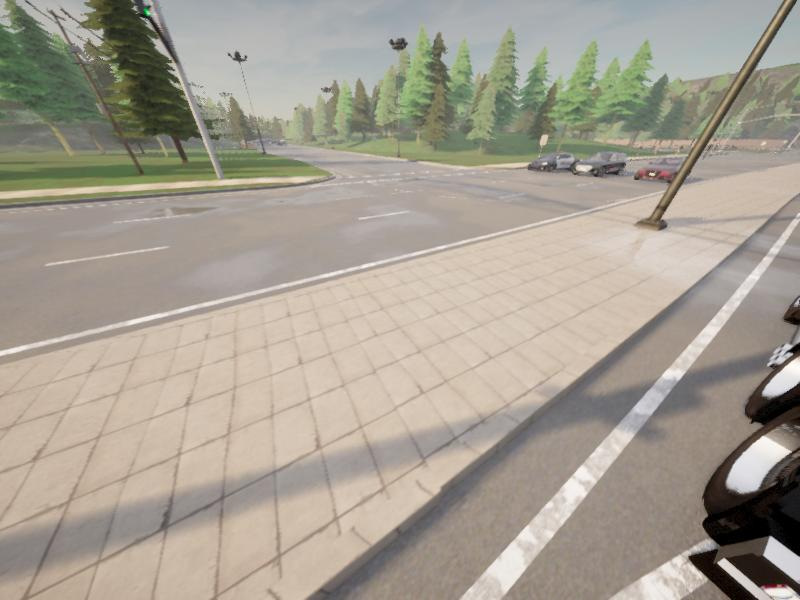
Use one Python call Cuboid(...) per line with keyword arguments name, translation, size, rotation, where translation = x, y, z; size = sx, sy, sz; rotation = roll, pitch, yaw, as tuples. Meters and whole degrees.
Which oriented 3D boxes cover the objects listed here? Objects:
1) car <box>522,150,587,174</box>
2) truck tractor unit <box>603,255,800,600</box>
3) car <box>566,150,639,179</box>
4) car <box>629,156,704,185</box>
Cuboid(name="car", translation=(13.657, -12.294, 20.504), size=(4.974, 1.542, 2.038), rotation=(-15, 37, -20))
Cuboid(name="truck tractor unit", translation=(5.097, -0.314, 0.807), size=(6.516, 4.208, 3.053), rotation=(-19, 39, -25))
Cuboid(name="car", translation=(15.809, -10.647, 18.070), size=(4.856, 1.649, 2.033), rotation=(-17, 39, -23))
Cuboid(name="car", translation=(18.271, -8.963, 15.892), size=(4.181, 1.385, 1.994), rotation=(-18, 39, -25))
